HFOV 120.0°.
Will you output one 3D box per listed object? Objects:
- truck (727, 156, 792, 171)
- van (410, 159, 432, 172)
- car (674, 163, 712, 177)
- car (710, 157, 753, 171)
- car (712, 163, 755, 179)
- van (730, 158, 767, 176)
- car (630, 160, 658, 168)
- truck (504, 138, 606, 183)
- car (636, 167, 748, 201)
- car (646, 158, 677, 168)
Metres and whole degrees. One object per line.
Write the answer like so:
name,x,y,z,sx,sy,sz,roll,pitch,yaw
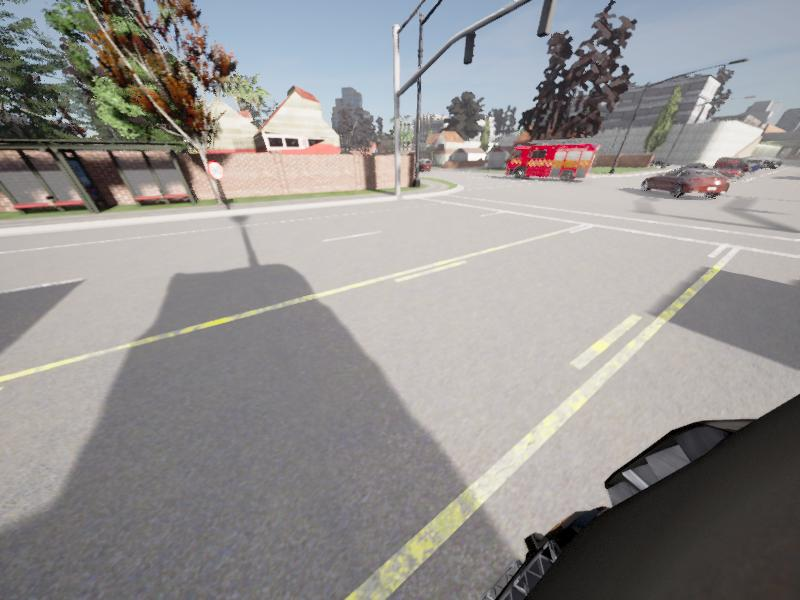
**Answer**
truck,65.000,-24.920,42.077,2.390,2.098,6.274,5,32,7
van,3.907,-25.498,43.818,1.775,1.987,4.442,-20,36,-28
car,38.814,-17.282,30.633,4.892,1.490,1.837,-19,36,-26
car,59.385,-24.532,41.569,2.150,2.045,5.566,18,36,25
car,40.240,-15.595,27.868,4.514,1.525,2.007,-19,36,-27
van,48.280,-18.489,32.002,4.442,1.987,1.775,-19,36,-27
car,55.651,-31.145,52.815,1.970,1.475,3.806,-19,36,-27
truck,17.006,-15.769,26.231,8.468,3.827,2.891,27,41,37
car,19.435,-8.105,15.904,2.152,1.651,5.027,7,32,12
car,59.706,-31.429,52.836,1.905,1.878,3.866,-19,36,-27
